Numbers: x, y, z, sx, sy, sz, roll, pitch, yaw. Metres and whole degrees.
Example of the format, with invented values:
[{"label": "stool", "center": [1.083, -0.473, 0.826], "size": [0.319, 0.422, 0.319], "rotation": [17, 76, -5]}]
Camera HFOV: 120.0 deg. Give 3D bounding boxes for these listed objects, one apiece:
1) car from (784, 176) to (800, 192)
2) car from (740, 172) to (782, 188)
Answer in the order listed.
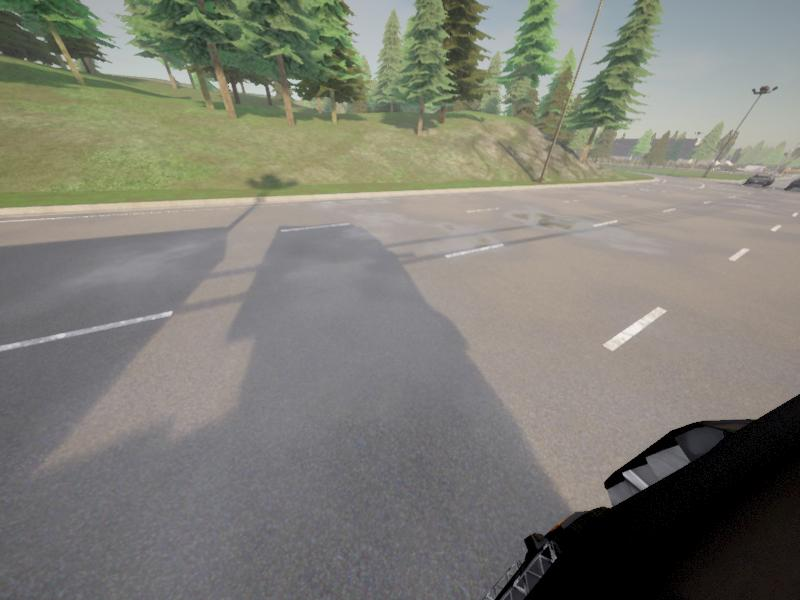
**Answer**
[{"label": "car", "center": [48.277, -13.833, 27.503], "size": [4.892, 1.490, 1.837], "rotation": [-16, 38, -26]}, {"label": "car", "center": [48.318, -16.082, 30.889], "size": [4.902, 1.511, 2.128], "rotation": [-16, 38, -26]}]
